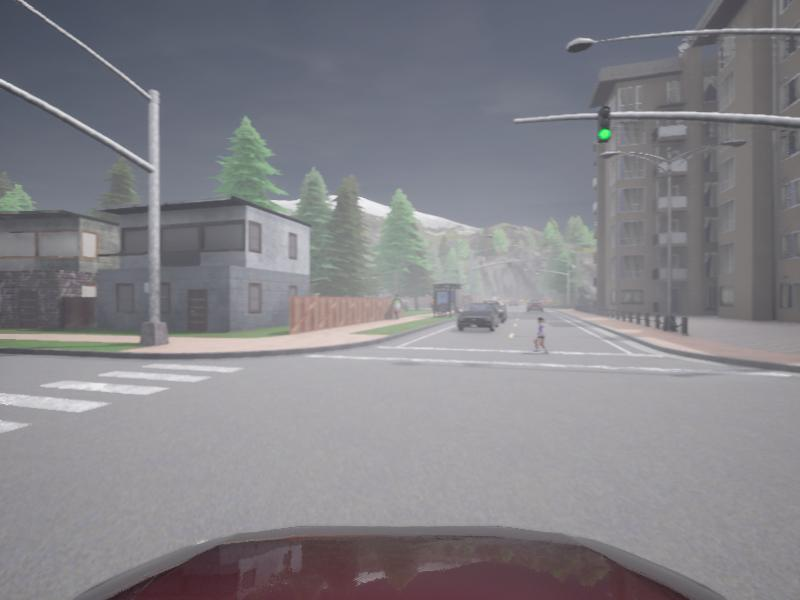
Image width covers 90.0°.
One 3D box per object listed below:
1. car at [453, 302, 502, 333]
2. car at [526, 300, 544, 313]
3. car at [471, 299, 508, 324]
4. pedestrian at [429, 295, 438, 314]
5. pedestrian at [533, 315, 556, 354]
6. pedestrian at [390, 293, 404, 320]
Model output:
[{"bbox_3d":[4.331,0.858,21.681,2.033,1.411,5.357,0,0,17],"label":"car"},{"bbox_3d":[16.829,0.732,50.031,2.038,1.542,4.974,0,1,17],"label":"car"},{"bbox_3d":[6.493,0.730,28.621,2.152,1.651,5.027,0,0,17],"label":"car"},{"bbox_3d":[3.196,0.427,38.374,0.751,1.860,0.751,0,0,14],"label":"pedestrian"},{"bbox_3d":[4.210,0.994,11.690,0.500,1.100,0.500,0,0,3],"label":"pedestrian"},{"bbox_3d":[-0.227,0.448,27.855,0.751,1.860,0.751,0,0,19],"label":"pedestrian"}]
